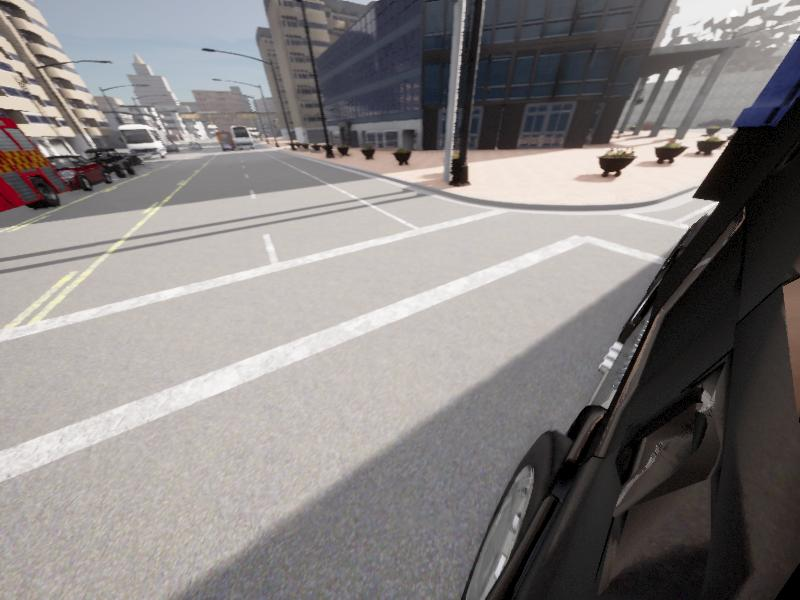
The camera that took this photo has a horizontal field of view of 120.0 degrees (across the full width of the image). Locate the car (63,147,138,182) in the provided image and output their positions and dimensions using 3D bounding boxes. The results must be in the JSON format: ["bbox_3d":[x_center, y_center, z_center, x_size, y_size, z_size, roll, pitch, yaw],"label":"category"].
[{"bbox_3d":[-22.089,-10.235,17.327,1.905,1.878,3.866,-21,40,-23],"label":"car"}]

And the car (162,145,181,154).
[{"bbox_3d":[-49.596,-32.803,50.199,1.994,1.385,4.181,-21,41,-23],"label":"car"}]

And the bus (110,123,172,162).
[{"bbox_3d":[-38.820,-24.006,35.285,3.944,4.253,10.273,-27,42,-28],"label":"bus"}]

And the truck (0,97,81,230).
[{"bbox_3d":[-14.895,-4.004,6.722,2.891,3.827,8.468,-21,40,-23],"label":"truck"}]

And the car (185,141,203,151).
[{"bbox_3d":[-49.937,-37.379,56.088,2.242,1.667,4.611,-21,41,-23],"label":"car"}]

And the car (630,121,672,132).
[{"bbox_3d":[49.360,-34.242,45.578,2.152,1.651,5.027,-12,38,-12],"label":"car"}]

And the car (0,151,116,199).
[{"bbox_3d":[-18.975,-7.221,13.080,2.097,1.767,4.553,-21,40,-23],"label":"car"}]

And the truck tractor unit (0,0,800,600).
[{"bbox_3d":[2.645,-0.295,0.352,6.516,4.208,3.053,-28,44,-30],"label":"truck tractor unit"}]

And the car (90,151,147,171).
[{"bbox_3d":[-29.332,-14.663,24.312,1.994,1.385,4.181,-14,38,-15],"label":"car"}]

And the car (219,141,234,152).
[{"bbox_3d":[-36.999,-32.790,49.335,2.033,1.649,4.856,-21,41,-23],"label":"car"}]

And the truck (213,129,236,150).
[{"bbox_3d":[-42.726,-39.351,56.481,2.891,3.827,8.468,-21,41,-23],"label":"truck"}]

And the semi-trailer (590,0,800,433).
[{"bbox_3d":[9.163,-3.225,3.729,14.254,4.402,2.717,-22,41,-24],"label":"semi-trailer"}]

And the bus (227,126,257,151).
[{"bbox_3d":[-35.761,-36.557,52.108,3.944,4.253,10.273,-21,41,-23],"label":"bus"}]

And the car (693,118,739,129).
[{"bbox_3d":[65.743,-36.849,48.205,5.027,1.651,2.152,19,42,26],"label":"car"}]
